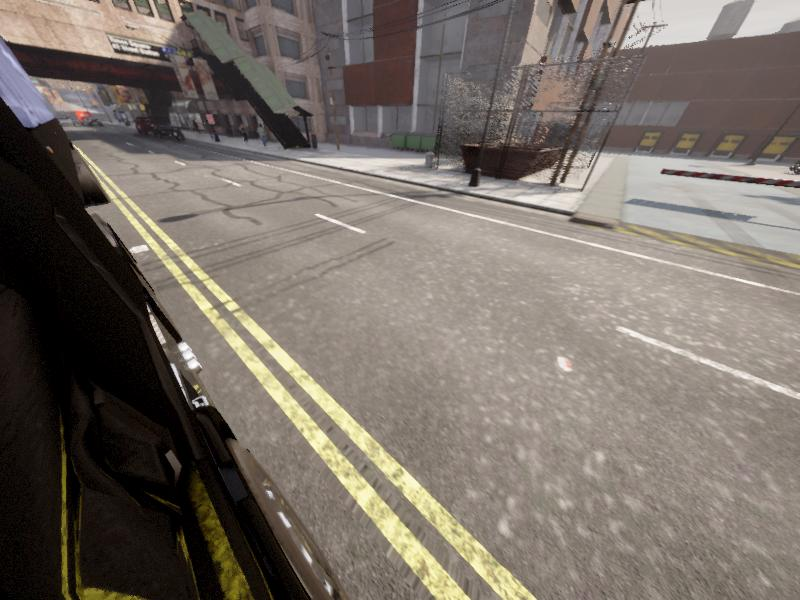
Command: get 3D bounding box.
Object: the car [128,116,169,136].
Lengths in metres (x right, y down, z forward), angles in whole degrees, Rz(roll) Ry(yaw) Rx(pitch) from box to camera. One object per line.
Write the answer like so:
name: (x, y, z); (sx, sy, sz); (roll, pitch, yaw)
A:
car: (-35.612, -24.663, 32.699); (5.566, 2.045, 2.435); (27, 43, 29)

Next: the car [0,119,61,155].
car: (-24.433, -10.698, 15.061); (5.238, 1.638, 1.930); (28, 44, 30)

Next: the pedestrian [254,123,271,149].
pedestrian: (-12.363, -14.795, 20.814); (0.751, 1.860, 0.751); (-22, 43, -29)

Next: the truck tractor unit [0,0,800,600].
truck tractor unit: (-2.645, -0.295, 0.351); (6.516, 4.208, 3.053); (28, 44, 30)

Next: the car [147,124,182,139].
car: (-29.906, -21.393, 29.296); (4.718, 1.301, 1.895); (27, 43, 29)

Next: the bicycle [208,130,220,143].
bicycle: (-20.026, -17.612, 24.820); (1.643, 1.024, 0.373); (27, 33, 29)

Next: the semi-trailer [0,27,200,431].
semi-trailer: (-8.624, -3.650, 4.305); (14.254, 4.402, 2.717); (29, 44, 31)

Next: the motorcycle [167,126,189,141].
motorcycle: (-24.892, -18.715, 26.013); (0.764, 1.277, 2.356); (-11, 39, -18)

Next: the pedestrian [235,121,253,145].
pedestrian: (-15.891, -16.998, 23.538); (0.751, 1.860, 0.751); (31, 45, 32)

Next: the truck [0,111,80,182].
truck: (-16.720, -6.828, 9.987); (6.274, 2.098, 2.390); (28, 44, 30)

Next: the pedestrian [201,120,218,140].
pedestrian: (-22.316, -19.908, 27.027); (0.751, 1.860, 0.751); (27, 43, 29)

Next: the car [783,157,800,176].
car: (38.310, -11.449, 20.231); (4.718, 1.301, 1.895); (27, 43, 29)

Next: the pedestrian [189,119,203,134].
pedestrian: (-31.002, -26.395, 35.157); (0.751, 1.860, 0.751); (22, 41, 24)
